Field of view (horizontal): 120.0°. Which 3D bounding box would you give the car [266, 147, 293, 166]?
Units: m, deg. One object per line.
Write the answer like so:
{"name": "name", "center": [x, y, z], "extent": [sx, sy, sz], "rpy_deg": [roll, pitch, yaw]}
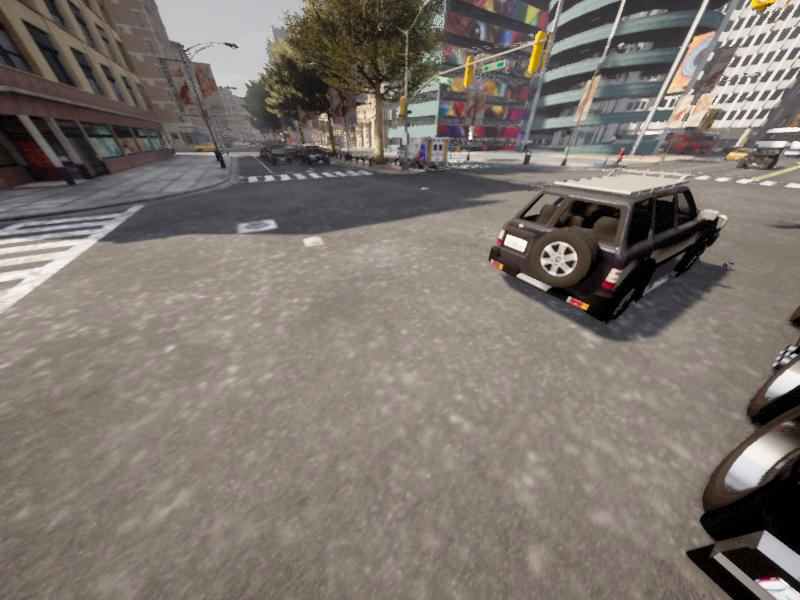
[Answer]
{"name": "car", "center": [-13.295, -15.861, 25.415], "extent": [1.812, 1.442, 4.674], "rpy_deg": [-18, 39, -24]}

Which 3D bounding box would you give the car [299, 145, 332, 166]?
{"name": "car", "center": [-9.364, -16.008, 25.460], "extent": [2.242, 1.667, 4.611], "rpy_deg": [-18, 39, -24]}

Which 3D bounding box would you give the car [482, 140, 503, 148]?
{"name": "car", "center": [28.456, -48.232, 71.411], "extent": [2.435, 2.045, 5.566], "rpy_deg": [-18, 39, -25]}

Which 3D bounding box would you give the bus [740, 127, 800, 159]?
{"name": "bus", "center": [67.847, -27.447, 40.285], "extent": [3.944, 4.253, 10.273], "rpy_deg": [12, 37, 17]}

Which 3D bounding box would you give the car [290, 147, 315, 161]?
{"name": "car", "center": [-13.011, -19.473, 30.673], "extent": [1.994, 1.385, 4.181], "rpy_deg": [-18, 39, -25]}

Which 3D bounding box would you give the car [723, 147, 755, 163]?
{"name": "car", "center": [46.436, -19.892, 31.595], "extent": [5.366, 1.575, 1.801], "rpy_deg": [-24, 41, -30]}

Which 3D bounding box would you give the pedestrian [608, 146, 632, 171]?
{"name": "pedestrian", "center": [19.910, -12.828, 20.932], "extent": [0.751, 1.860, 0.751], "rpy_deg": [-20, 40, -26]}

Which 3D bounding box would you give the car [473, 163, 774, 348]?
{"name": "car", "center": [3.890, -1.255, 4.193], "extent": [4.605, 1.855, 1.932], "rpy_deg": [-18, 39, -24]}

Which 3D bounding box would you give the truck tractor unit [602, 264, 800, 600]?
{"name": "truck tractor unit", "center": [5.109, -0.304, 0.783], "extent": [6.516, 4.208, 3.053], "rpy_deg": [-18, 39, -24]}

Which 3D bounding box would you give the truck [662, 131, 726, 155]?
{"name": "truck", "center": [59.557, -32.112, 47.293], "extent": [2.891, 3.827, 8.468], "rpy_deg": [8, 36, 11]}

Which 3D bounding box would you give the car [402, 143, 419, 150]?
{"name": "car", "center": [2.666, -39.149, 58.813], "extent": [2.161, 1.482, 4.786], "rpy_deg": [-18, 39, -25]}

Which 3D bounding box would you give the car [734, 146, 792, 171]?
{"name": "car", "center": [35.265, -13.798, 22.471], "extent": [3.866, 1.878, 1.905], "rpy_deg": [-18, 39, -25]}

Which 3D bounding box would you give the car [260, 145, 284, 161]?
{"name": "car", "center": [-16.678, -19.178, 30.080], "extent": [2.007, 1.525, 4.514], "rpy_deg": [-18, 39, -25]}

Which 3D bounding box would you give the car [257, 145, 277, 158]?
{"name": "car", "center": [-19.994, -22.400, 34.709], "extent": [1.837, 1.490, 4.892], "rpy_deg": [-19, 39, -25]}

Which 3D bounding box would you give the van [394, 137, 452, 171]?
{"name": "van", "center": [1.912, -14.297, 22.436], "extent": [2.351, 2.431, 6.366], "rpy_deg": [-17, 39, -24]}

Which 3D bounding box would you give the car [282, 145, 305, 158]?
{"name": "car", "center": [-16.362, -22.836, 35.352], "extent": [2.128, 1.511, 4.902], "rpy_deg": [-18, 39, -25]}

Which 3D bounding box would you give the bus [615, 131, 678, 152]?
{"name": "bus", "center": [65.772, -42.753, 62.260], "extent": [3.944, 4.253, 10.273], "rpy_deg": [-9, 36, -13]}
